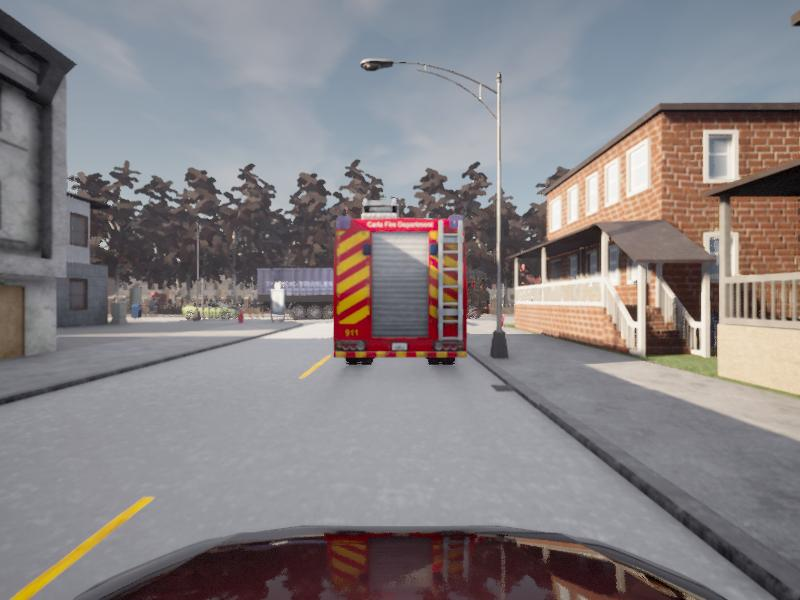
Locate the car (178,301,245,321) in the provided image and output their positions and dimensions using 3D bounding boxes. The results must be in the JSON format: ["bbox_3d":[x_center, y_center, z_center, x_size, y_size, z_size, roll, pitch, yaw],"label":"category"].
[{"bbox_3d":[-15.218,0.866,32.537,4.514,1.525,2.007,0,0,0],"label":"car"}]

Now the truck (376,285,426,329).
[{"bbox_3d":[0.205,0.386,25.287,2.627,2.467,5.204,0,0,6],"label":"truck"}]

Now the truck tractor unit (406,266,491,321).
[{"bbox_3d":[3.806,-0.484,32.526,6.516,4.208,3.053,0,0,0],"label":"truck tractor unit"}]

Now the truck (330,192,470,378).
[{"bbox_3d":[0.018,-0.306,12.509,2.891,3.827,8.468,0,0,0],"label":"truck"}]

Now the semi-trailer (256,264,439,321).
[{"bbox_3d":[-4.108,-0.579,32.532,14.254,4.402,2.717,0,0,0],"label":"semi-trailer"}]

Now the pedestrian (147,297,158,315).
[{"bbox_3d":[-25.933,0.582,41.908,0.751,1.860,0.751,0,0,0],"label":"pedestrian"}]
